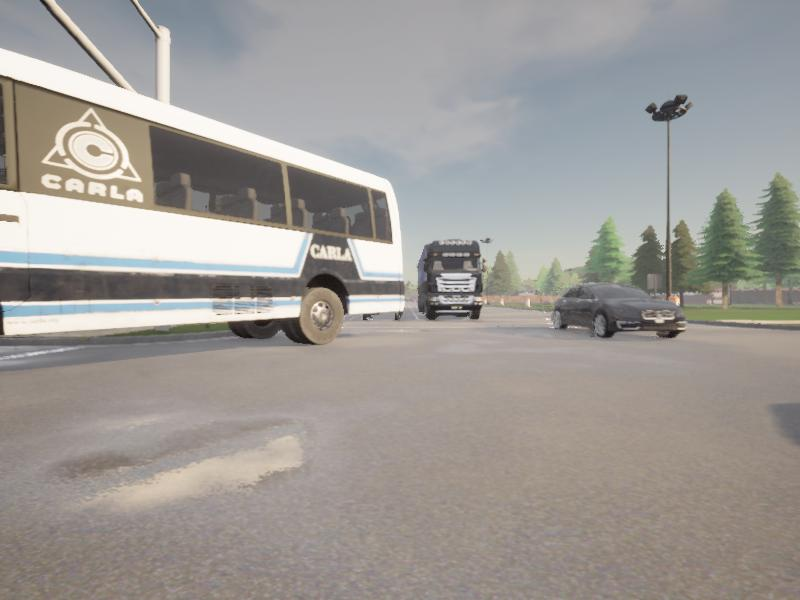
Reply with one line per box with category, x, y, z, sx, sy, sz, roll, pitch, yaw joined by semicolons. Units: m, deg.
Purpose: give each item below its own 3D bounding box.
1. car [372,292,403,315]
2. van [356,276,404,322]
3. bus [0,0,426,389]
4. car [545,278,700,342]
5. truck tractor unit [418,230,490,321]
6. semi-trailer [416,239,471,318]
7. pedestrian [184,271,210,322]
car;-0.790;0.224;28.568;2.038;1.542;4.974;0;0;0
van;-0.892;-0.027;20.042;2.069;2.038;4.480;0;0;1
bus;-4.128;-1.150;7.780;3.944;4.253;10.273;-3;-1;38
car;6.043;0.249;11.710;1.837;1.490;4.892;0;0;1
truck tractor unit;2.644;-1.124;21.742;3.053;4.208;6.516;0;0;1
semi-trailer;2.723;-1.218;29.651;2.717;4.402;14.254;0;0;1
pedestrian;-7.636;-0.121;15.070;0.751;1.860;0.751;0;0;-14
